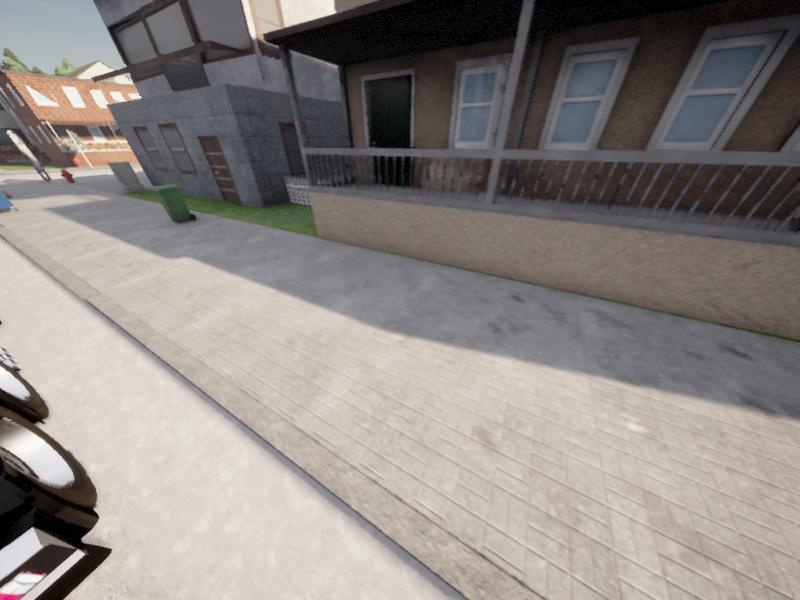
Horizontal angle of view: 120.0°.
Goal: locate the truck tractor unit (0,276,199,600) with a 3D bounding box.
[{"bbox_3d":[-5.136,-0.273,0.757,6.516,4.208,3.053,17,39,23],"label":"truck tractor unit"}]
